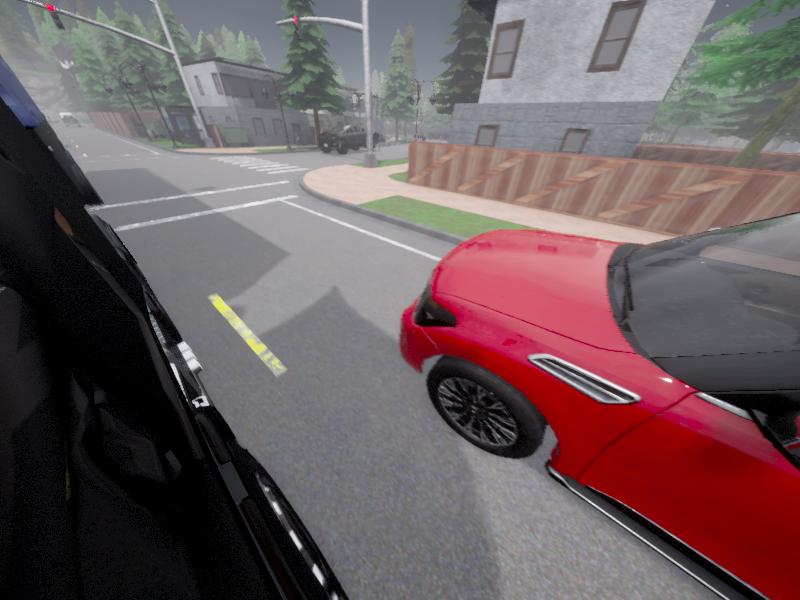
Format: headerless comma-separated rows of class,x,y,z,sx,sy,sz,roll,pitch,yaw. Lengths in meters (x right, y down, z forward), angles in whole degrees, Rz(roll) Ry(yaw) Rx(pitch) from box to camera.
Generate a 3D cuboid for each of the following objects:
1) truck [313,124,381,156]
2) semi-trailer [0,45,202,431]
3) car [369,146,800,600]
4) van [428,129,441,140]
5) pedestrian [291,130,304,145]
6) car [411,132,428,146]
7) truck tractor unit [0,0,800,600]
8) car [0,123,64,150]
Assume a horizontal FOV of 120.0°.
truck,-4.574,-14.841,21.348,2.390,2.098,6.274,22,41,23
semi-trailer,-8.705,-3.593,4.231,14.254,4.402,2.717,28,44,30
car,2.606,0.655,1.214,5.566,2.045,2.150,28,44,30
van,8.129,-39.066,54.444,1.775,1.987,4.442,-2,37,-6
pedestrian,-10.973,-17.401,24.753,0.751,1.300,0.751,25,42,27
car,2.986,-24.565,35.214,1.845,1.501,3.633,11,38,11
truck tractor unit,-2.645,-0.295,0.351,6.516,4.208,3.053,28,44,30
car,-27.179,-12.195,17.135,4.181,1.385,1.994,28,44,30
